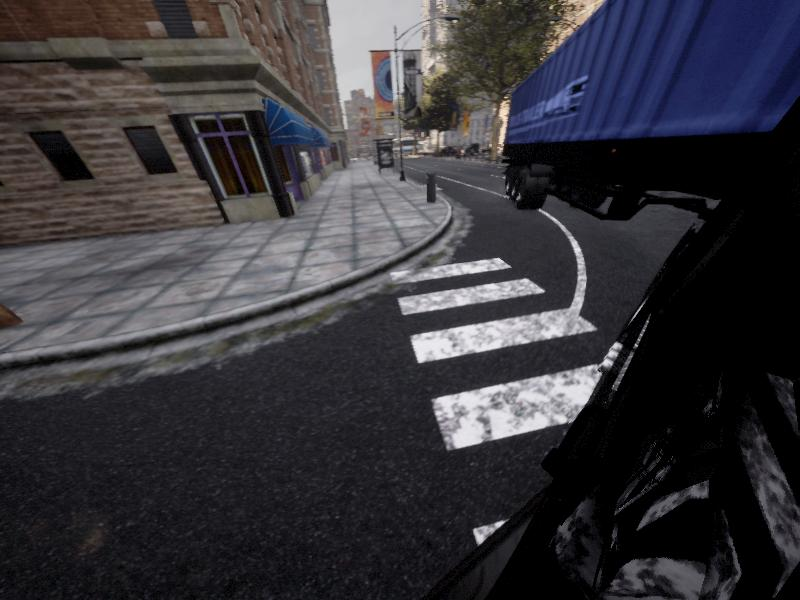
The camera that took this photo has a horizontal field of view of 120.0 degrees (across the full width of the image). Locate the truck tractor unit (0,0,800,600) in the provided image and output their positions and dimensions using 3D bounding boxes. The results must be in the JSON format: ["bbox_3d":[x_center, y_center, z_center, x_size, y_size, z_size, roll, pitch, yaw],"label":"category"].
[{"bbox_3d":[2.645,-0.295,0.351,6.516,4.208,3.053,-28,44,-30],"label":"truck tractor unit"}]

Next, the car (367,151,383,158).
[{"bbox_3d":[-7.952,-46.719,73.970,4.974,1.542,2.038,-9,34,-7],"label":"car"}]

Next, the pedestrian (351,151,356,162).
[{"bbox_3d":[-9.946,-30.561,49.201,0.751,1.860,0.751,-10,34,-9],"label":"pedestrian"}]

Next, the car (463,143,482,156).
[{"bbox_3d":[14.256,-29.853,45.807,1.905,1.878,3.866,-8,34,-6],"label":"car"}]

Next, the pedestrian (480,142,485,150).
[{"bbox_3d":[21.949,-40.762,61.134,0.751,1.860,0.751,-9,34,-7],"label":"pedestrian"}]

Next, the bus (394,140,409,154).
[{"bbox_3d":[0.449,-61.622,93.066,3.944,4.253,10.273,-8,34,-6],"label":"bus"}]

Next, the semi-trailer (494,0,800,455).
[{"bbox_3d":[5.305,-4.477,6.175,2.717,4.402,14.254,5,34,11],"label":"semi-trailer"}]

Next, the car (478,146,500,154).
[{"bbox_3d":[17.581,-29.730,45.793,1.895,1.301,4.718,-8,34,-7],"label":"car"}]

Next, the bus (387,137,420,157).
[{"bbox_3d":[1.328,-44.706,67.458,3.944,4.253,10.273,19,40,33],"label":"bus"}]

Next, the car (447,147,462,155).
[{"bbox_3d":[12.640,-34.653,53.694,1.994,1.385,4.181,-8,34,-6],"label":"car"}]

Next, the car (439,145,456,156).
[{"bbox_3d":[10.016,-31.796,49.208,1.932,1.855,4.605,-8,34,-7],"label":"car"}]
